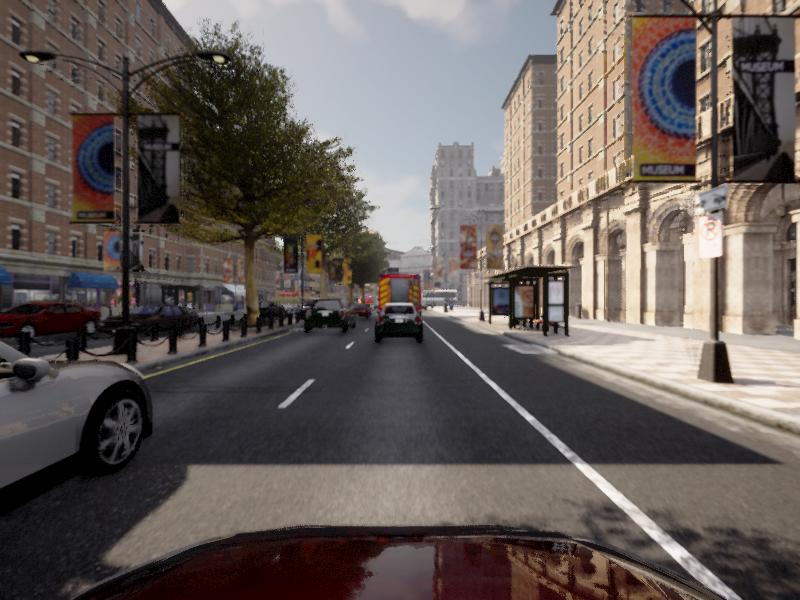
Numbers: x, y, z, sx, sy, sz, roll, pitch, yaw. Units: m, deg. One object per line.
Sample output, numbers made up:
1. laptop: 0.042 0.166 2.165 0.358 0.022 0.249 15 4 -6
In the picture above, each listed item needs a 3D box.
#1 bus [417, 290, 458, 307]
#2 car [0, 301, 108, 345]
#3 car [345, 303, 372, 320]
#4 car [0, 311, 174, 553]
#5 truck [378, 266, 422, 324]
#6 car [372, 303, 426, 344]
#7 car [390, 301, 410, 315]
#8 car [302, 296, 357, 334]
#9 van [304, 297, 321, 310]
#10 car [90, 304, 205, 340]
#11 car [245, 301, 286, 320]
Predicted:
1. bus: 9.623 -0.484 102.822 10.273 4.253 3.944 0 1 7
2. car: -15.004 0.830 16.758 1.882 1.535 5.008 0 0 0
3. car: -3.533 0.959 34.985 1.895 1.301 4.718 0 0 0
4. car: -3.506 0.854 2.557 1.970 1.475 3.806 0 0 0
5. truck: -0.022 -0.307 30.477 2.891 3.827 8.468 0 0 0
6. car: -0.033 0.861 16.589 1.970 1.475 3.806 0 0 0
7. car: -0.039 0.857 44.904 2.128 1.511 4.902 0 0 0
8. car: -3.529 0.704 21.038 2.097 1.767 4.553 0 0 0
9. van: -15.070 0.602 68.972 2.069 2.038 4.480 0 0 0
10. car: -11.498 0.903 18.847 2.033 1.411 5.357 0 0 0
11. car: -11.528 0.839 34.761 1.882 1.535 5.008 0 0 0
